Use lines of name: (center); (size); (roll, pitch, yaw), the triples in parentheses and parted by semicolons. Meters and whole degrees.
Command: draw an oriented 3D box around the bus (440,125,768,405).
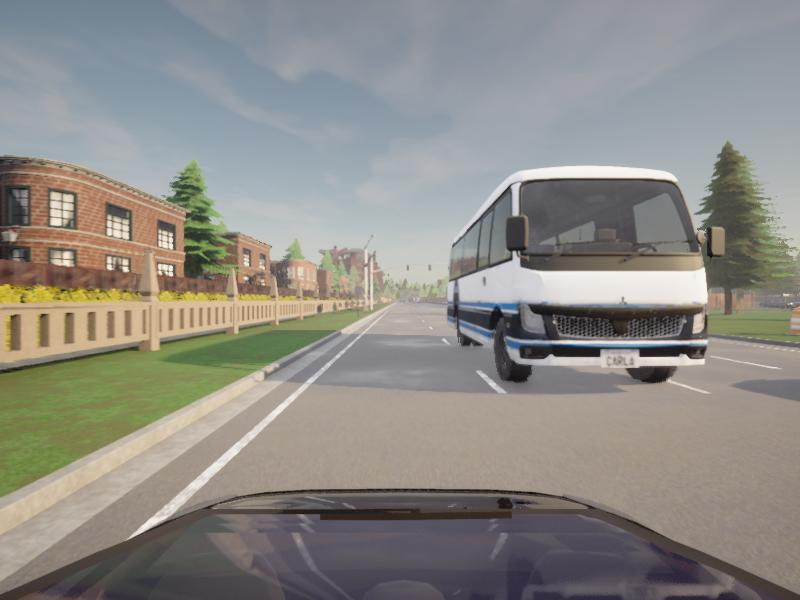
bus: (3.621, -0.537, 11.227); (3.944, 4.253, 10.273); (0, 0, 0)
